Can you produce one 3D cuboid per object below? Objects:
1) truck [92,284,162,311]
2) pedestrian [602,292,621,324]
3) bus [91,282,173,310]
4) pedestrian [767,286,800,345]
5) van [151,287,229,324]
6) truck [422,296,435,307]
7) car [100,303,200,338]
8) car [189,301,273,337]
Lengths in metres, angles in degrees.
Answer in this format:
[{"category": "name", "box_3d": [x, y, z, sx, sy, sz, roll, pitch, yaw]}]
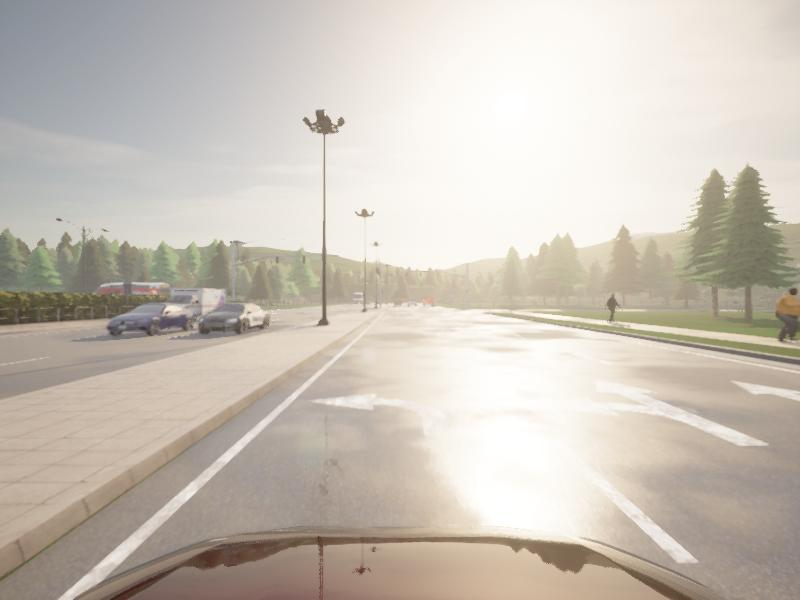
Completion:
[{"category": "truck", "box_3d": [-40.448, -0.340, 59.361, 8.468, 3.827, 2.891, 0, 0, 1]}, {"category": "pedestrian", "box_3d": [12.770, 0.479, 24.118, 0.751, 1.860, 0.751, 0, 0, 0]}, {"category": "bus", "box_3d": [-41.856, -0.555, 62.749, 10.273, 4.253, 3.944, 0, 0, 1]}, {"category": "pedestrian", "box_3d": [12.650, 0.482, 12.991, 0.751, 1.860, 0.751, 0, 0, 1]}, {"category": "van", "box_3d": [-15.070, 0.370, 29.289, 2.351, 2.431, 6.366, 0, 0, 0]}, {"category": "truck", "box_3d": [6.518, 0.331, 92.986, 2.627, 2.467, 5.204, 0, 0, 0]}, {"category": "car", "box_3d": [-11.514, 0.865, 18.911, 1.812, 1.442, 4.674, 0, 0, 0]}, {"category": "car", "box_3d": [-8.017, 0.822, 19.603, 2.038, 1.542, 4.974, 0, 0, 0]}]
